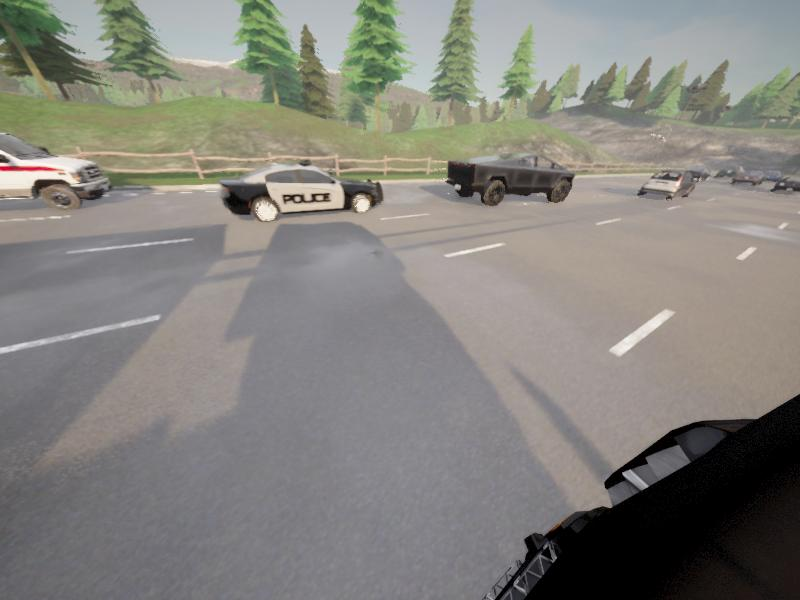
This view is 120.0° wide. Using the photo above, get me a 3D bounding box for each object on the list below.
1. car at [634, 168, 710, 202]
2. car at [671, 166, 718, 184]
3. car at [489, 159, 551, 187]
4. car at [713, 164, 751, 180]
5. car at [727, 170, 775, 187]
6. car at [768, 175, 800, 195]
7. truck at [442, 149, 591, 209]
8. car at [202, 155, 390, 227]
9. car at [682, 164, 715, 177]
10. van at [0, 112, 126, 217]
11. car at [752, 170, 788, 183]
[{"bbox_3d":[17.749,-7.608,15.113,3.988,1.617,1.851,-16,38,-26],"label":"car"},{"bbox_3d":[34.014,-14.503,26.662,5.008,1.535,1.882,-16,38,-26],"label":"car"},{"bbox_3d":[8.994,-9.608,17.418,3.988,1.617,1.851,-16,38,-26],"label":"car"},{"bbox_3d":[49.302,-19.009,34.293,4.553,1.767,2.097,-16,38,-26],"label":"car"},{"bbox_3d":[40.222,-13.971,26.471,5.357,1.411,2.033,-16,38,-26],"label":"car"},{"bbox_3d":[36.390,-10.576,21.223,4.718,1.301,1.895,-16,38,-26],"label":"car"},{"bbox_3d":[5.517,-5.948,11.276,6.274,2.098,2.390,-10,36,-19],"label":"truck"},{"bbox_3d":[-3.123,-3.892,7.969,5.238,1.638,1.930,-16,38,-26],"label":"car"},{"bbox_3d":[47.614,-20.681,36.889,4.514,1.525,2.007,-17,39,-27],"label":"car"},{"bbox_3d":[-12.880,-3.668,6.187,6.366,2.431,2.351,-16,38,-26],"label":"van"},{"bbox_3d":[51.683,-17.273,32.276,4.181,1.385,1.994,-17,39,-27],"label":"car"}]
